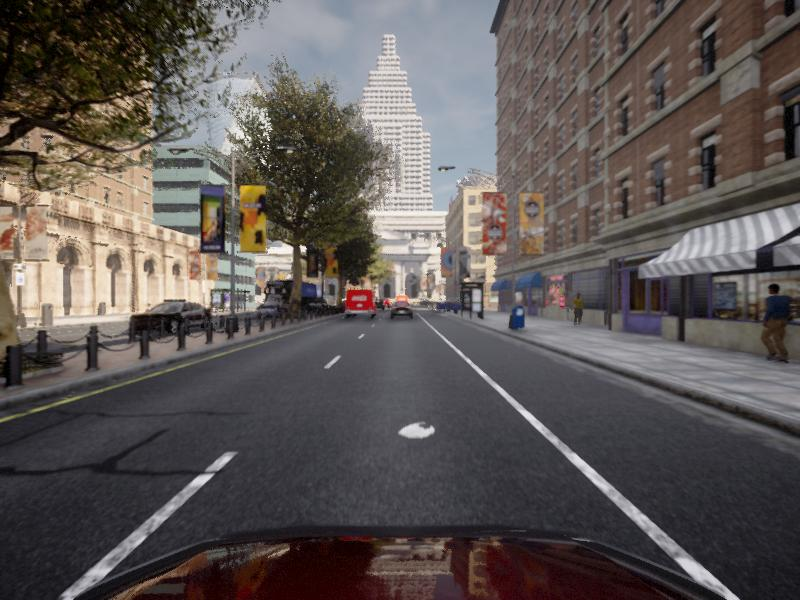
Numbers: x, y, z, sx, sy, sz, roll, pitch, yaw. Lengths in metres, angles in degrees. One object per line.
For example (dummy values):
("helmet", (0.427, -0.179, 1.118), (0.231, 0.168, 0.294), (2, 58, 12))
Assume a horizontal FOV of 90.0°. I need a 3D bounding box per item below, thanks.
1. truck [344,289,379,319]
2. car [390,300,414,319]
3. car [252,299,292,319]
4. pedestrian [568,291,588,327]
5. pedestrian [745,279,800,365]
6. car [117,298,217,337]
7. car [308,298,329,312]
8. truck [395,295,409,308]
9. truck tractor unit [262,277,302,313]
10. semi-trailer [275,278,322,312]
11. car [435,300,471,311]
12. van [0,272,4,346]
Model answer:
("truck", (-3.330, 0.345, 35.615), (2.627, 2.467, 5.204), (0, 0, 0))
("car", (0.175, 0.816, 36.808), (2.038, 1.542, 4.974), (0, 0, 0))
("car", (-11.331, 0.766, 35.858), (2.033, 1.649, 4.856), (0, 0, 0))
("pedestrian", (9.391, 0.478, 21.075), (0.751, 1.860, 0.751), (0, 0, 3))
("pedestrian", (8.492, 0.482, 9.036), (0.751, 1.860, 0.751), (0, 0, 3))
("car", (-11.415, 0.765, 20.144), (1.930, 1.638, 5.238), (0, 1, 0))
("car", (-11.222, 0.633, 55.527), (1.932, 1.855, 4.605), (0, 0, 0))
("truck", (0.398, 0.331, 78.259), (2.627, 2.467, 5.204), (0, 0, 0))
("truck tractor unit", (-14.675, -0.537, 50.377), (3.053, 4.208, 6.516), (0, 0, 1))
("semi-trailer", (-14.396, -0.637, 58.287), (2.717, 4.402, 14.254), (0, 0, 2))
("car", (7.662, 0.804, 57.728), (5.008, 1.535, 1.882), (0, 0, -27))
("van", (-14.967, 0.318, 11.149), (1.988, 2.561, 5.915), (0, 0, 0))
